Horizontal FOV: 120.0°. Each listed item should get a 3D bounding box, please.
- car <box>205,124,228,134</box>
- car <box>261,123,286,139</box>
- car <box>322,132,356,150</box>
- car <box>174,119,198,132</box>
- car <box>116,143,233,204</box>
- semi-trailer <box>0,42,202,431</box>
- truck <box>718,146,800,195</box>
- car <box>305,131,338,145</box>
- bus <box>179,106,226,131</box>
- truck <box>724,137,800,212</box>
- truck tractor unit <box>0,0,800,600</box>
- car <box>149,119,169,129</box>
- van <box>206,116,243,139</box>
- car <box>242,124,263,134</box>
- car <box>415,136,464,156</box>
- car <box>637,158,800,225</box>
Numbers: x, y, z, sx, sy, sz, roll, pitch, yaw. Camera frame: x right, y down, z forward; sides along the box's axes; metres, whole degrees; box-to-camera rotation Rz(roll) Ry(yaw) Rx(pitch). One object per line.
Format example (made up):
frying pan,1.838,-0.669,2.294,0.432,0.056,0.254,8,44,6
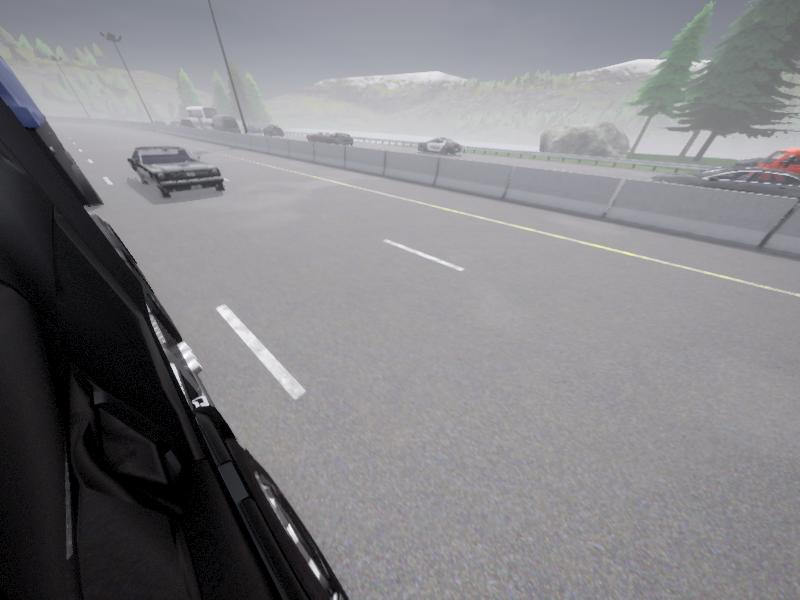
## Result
car,-35.331,-32.888,44.441,4.718,1.301,1.895,28,44,30
car,-21.481,-28.640,39.136,1.932,1.855,4.605,-29,48,-35
car,-6.996,-18.264,26.469,1.816,1.474,4.193,-25,45,-32
car,-40.943,-33.368,44.234,3.866,1.878,1.905,28,43,29
car,-8.500,-4.936,8.660,4.718,1.301,1.895,28,44,30
semi-trailer,-8.707,-3.591,4.231,14.254,4.402,2.717,28,44,30
truck,23.730,-7.231,13.087,6.274,2.098,2.390,28,44,30
car,-10.998,-22.665,32.266,4.718,1.301,1.895,28,44,30
bus,-45.621,-41.951,53.462,10.273,4.253,3.944,25,42,27
truck,18.200,-4.869,9.264,5.204,2.467,2.627,28,44,30
truck tractor unit,-2.645,-0.295,0.351,6.516,4.208,3.053,28,44,30
car,-54.692,-39.916,52.418,3.705,1.549,1.789,23,41,25
van,-26.228,-25.822,34.501,5.915,2.561,1.988,28,44,30
car,-31.404,-36.357,49.144,4.514,1.525,2.007,28,44,30
car,4.236,-16.988,25.415,2.038,1.542,4.974,-29,47,-35
car,13.084,-4.460,9.196,4.902,1.511,2.128,28,44,30
